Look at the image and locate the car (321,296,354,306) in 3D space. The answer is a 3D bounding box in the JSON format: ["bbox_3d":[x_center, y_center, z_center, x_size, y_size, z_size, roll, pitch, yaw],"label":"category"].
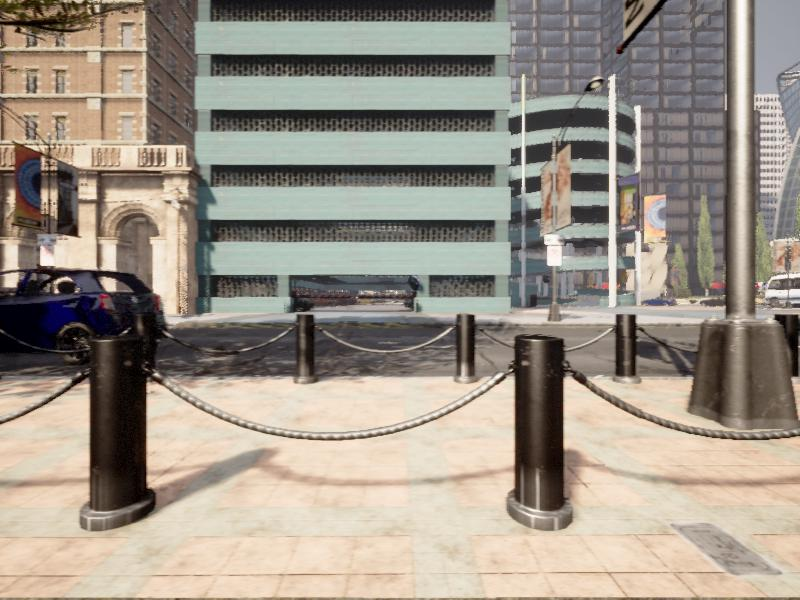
[{"bbox_3d":[-9.261,0.165,59.617,4.514,1.523,2.007,0,0,0],"label":"car"}]

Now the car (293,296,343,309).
[{"bbox_3d":[-8.347,0.208,41.119,4.718,1.301,1.895,0,0,0],"label":"car"}]

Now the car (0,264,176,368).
[{"bbox_3d":[-6.083,0.229,6.702,3.633,1.501,1.845,0,0,0],"label":"car"}]

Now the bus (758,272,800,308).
[{"bbox_3d":[49.352,-1.149,47.581,3.944,4.253,10.273,0,-1,-3],"label":"bus"}]

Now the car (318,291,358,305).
[{"bbox_3d":[-9.202,-0.227,59.617,5.566,2.045,2.435,0,0,0],"label":"car"}]

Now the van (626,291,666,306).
[{"bbox_3d":[44.639,-0.304,72.836,1.988,2.561,5.915,0,0,-36],"label":"van"}]

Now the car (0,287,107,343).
[{"bbox_3d":[-10.535,0.345,10.199,4.718,1.301,1.895,0,0,0],"label":"car"}]

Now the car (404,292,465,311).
[{"bbox_3d":[2.838,0.117,33.650,4.902,1.511,2.128,0,0,0],"label":"car"}]

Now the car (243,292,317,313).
[{"bbox_3d":[-8.748,0.158,29.518,4.786,1.482,2.161,0,0,0],"label":"car"}]
